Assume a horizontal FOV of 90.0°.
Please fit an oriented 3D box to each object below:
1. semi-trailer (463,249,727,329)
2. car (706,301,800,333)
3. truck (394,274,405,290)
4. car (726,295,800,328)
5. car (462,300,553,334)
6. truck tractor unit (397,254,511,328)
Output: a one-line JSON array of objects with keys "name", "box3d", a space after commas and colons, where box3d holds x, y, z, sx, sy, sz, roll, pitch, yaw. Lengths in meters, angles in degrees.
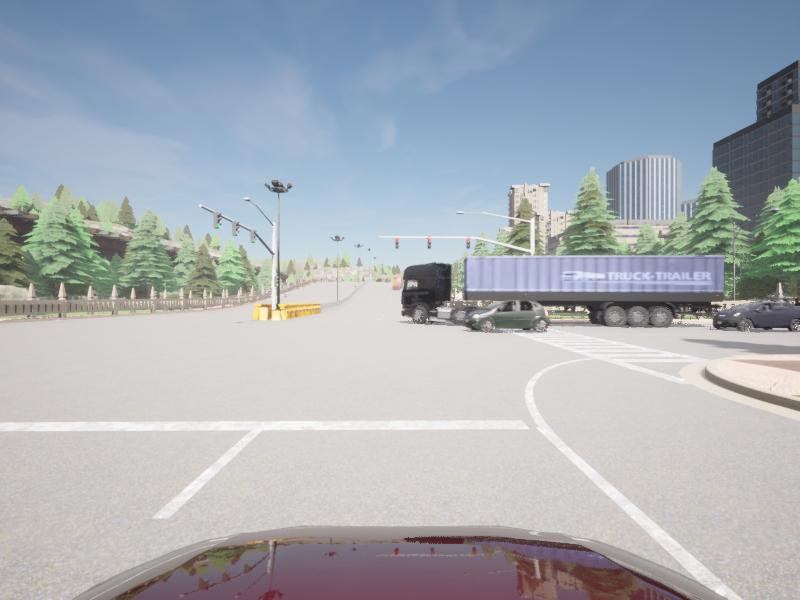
[{"name": "semi-trailer", "box3d": [11.083, -0.626, 24.177, 14.254, 4.402, 2.717, 0, 0, 6]}, {"name": "car", "box3d": [18.044, 0.827, 20.318, 3.633, 1.501, 1.845, 0, 0, 0]}, {"name": "truck", "box3d": [-0.230, -5.056, 108.708, 2.891, 3.827, 8.468, 0, 7, 0]}, {"name": "car", "box3d": [22.490, 0.651, 23.833, 4.605, 1.855, 1.932, 0, 0, 0]}, {"name": "car", "box3d": [5.265, 0.788, 19.864, 3.988, 1.617, 1.851, 0, 0, -6]}, {"name": "truck tractor unit", "box3d": [3.441, -0.522, 25.758, 6.516, 4.208, 3.053, 0, 1, 30]}]
